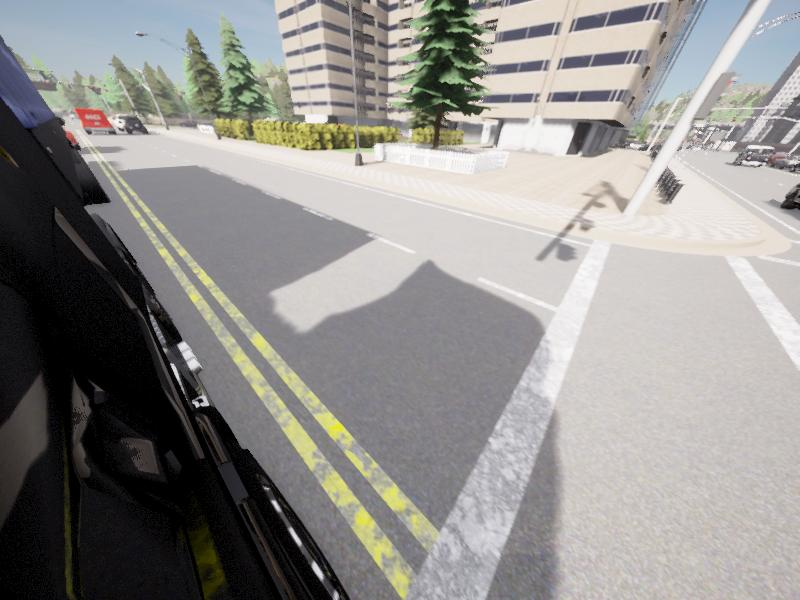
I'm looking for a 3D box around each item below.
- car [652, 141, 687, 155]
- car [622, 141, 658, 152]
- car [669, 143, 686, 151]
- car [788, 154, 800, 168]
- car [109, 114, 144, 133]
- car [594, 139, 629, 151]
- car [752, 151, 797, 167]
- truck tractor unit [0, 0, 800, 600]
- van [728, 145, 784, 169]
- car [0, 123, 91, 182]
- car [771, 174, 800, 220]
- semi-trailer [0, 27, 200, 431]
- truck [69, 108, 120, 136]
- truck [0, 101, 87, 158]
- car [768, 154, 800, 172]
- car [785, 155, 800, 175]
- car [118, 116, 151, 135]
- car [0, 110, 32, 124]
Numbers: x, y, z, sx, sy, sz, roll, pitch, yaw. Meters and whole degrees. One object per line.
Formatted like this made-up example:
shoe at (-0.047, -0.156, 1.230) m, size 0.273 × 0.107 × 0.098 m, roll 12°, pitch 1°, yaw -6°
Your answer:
car at (51.457, -29.201, 44.262) m, size 3.866 × 1.878 × 1.905 m, roll 28°, pitch 44°, yaw 30°
car at (50.429, -32.398, 48.690) m, size 4.974 × 1.542 × 2.038 m, roll 28°, pitch 44°, yaw 30°
car at (70.378, -38.903, 58.699) m, size 2.033 × 1.649 × 4.856 m, roll 29°, pitch 44°, yaw 31°
car at (52.145, -17.345, 28.993) m, size 2.033 × 1.411 × 5.357 m, roll 29°, pitch 44°, yaw 31°
car at (-40.763, -26.323, 34.397) m, size 5.566 × 2.045 × 2.150 m, roll 29°, pitch 44°, yaw 31°
car at (44.631, -32.815, 48.828) m, size 5.238 × 1.638 × 1.930 m, roll 28°, pitch 44°, yaw 30°
car at (49.127, -18.583, 30.407) m, size 1.812 × 1.442 × 4.674 m, roll 29°, pitch 44°, yaw 31°
truck tractor unit at (-2.645, -0.295, 0.351) m, size 6.516 × 4.208 × 3.053 m, roll 28°, pitch 44°, yaw 30°
van at (40.844, -16.585, 26.709) m, size 2.069 × 2.038 × 4.480 m, roll 29°, pitch 44°, yaw 31°
car at (-15.637, -6.453, 9.859) m, size 4.611 × 1.667 × 2.242 m, roll 29°, pitch 44°, yaw 31°
car at (16.279, -3.545, 8.161) m, size 2.038 × 1.542 × 4.974 m, roll 30°, pitch 45°, yaw 31°
semi-trailer at (-8.621, -3.661, 4.296) m, size 14.254 × 4.402 × 2.717 m, roll 29°, pitch 44°, yaw 31°
truck at (-37.071, -21.627, 28.023) m, size 5.204 × 2.467 × 2.627 m, roll 29°, pitch 44°, yaw 31°
truck at (-22.269, -10.519, 14.166) m, size 5.204 × 2.467 × 2.627 m, roll 30°, pitch 44°, yaw 30°
car at (44.534, -15.521, 26.151) m, size 1.895 × 1.301 × 4.718 m, roll 29°, pitch 44°, yaw 31°
car at (40.337, -12.853, 22.168) m, size 2.163 × 1.488 × 4.792 m, roll 29°, pitch 44°, yaw 31°
car at (-35.462, -23.286, 30.821) m, size 3.866 × 1.878 × 1.905 m, roll 29°, pitch 44°, yaw 31°
car at (-68.197, -31.520, 39.761) m, size 2.097 × 1.767 × 4.553 m, roll 2°, pitch 37°, yaw 0°
